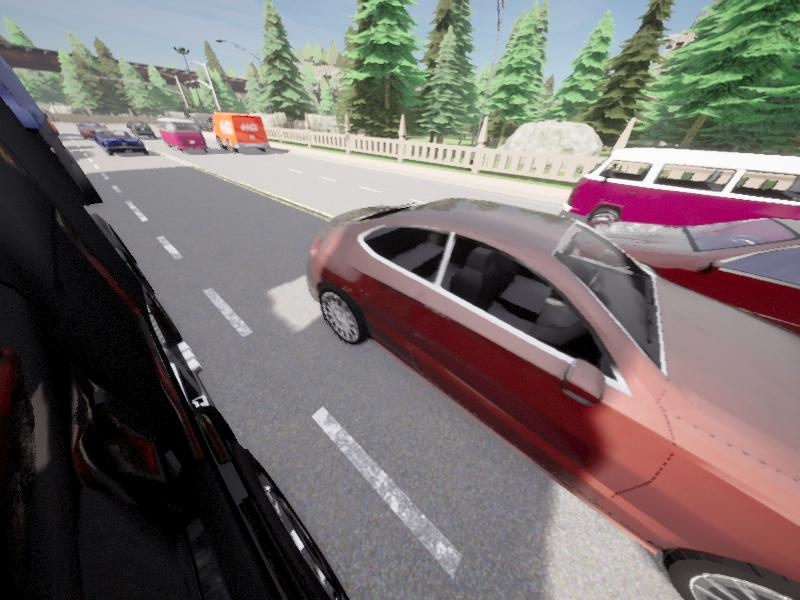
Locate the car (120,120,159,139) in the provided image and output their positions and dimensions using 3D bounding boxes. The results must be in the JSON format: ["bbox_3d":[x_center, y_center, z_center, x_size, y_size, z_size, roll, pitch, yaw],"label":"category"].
[{"bbox_3d":[-28.162,-18.424,24.980,3.705,1.549,1.789,28,44,30],"label":"car"}]

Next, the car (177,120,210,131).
[{"bbox_3d":[-39.267,-33.243,44.019,1.816,1.474,4.193,28,44,30],"label":"car"}]

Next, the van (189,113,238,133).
[{"bbox_3d":[-32.959,-31.415,41.124,1.988,2.561,5.915,28,44,30],"label":"van"}]

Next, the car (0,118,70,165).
[{"bbox_3d":[-20.095,-8.622,12.414,5.238,1.638,1.930,29,44,29],"label":"car"}]

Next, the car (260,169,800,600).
[{"bbox_3d":[1.130,0.051,2.314,5.027,1.651,2.152,28,44,30],"label":"car"}]

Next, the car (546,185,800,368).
[{"bbox_3d":[5.478,-0.271,3.224,5.357,1.411,2.033,28,44,30],"label":"car"}]

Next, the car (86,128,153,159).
[{"bbox_3d":[-18.003,-10.101,14.809,4.718,1.301,1.895,28,44,30],"label":"car"}]

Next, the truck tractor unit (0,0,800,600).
[{"bbox_3d":[-2.645,-0.295,0.351,6.516,4.208,3.053,28,44,30],"label":"truck tractor unit"}]

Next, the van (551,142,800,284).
[{"bbox_3d":[6.901,-2.515,5.770,4.480,2.038,2.069,29,44,29],"label":"van"}]

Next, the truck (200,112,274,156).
[{"bbox_3d":[-13.076,-13.426,18.596,5.204,2.467,2.627,29,44,29],"label":"truck"}]

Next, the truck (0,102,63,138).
[{"bbox_3d":[-35.437,-17.208,22.128,5.204,2.467,2.627,28,44,30],"label":"truck"}]

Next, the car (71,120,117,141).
[{"bbox_3d":[-29.384,-16.255,22.170,4.181,1.385,1.994,28,44,30],"label":"car"}]

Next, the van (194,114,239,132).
[{"bbox_3d":[-34.637,-33.529,43.824,1.988,2.561,5.915,29,44,30],"label":"van"}]

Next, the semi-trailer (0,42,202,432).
[{"bbox_3d":[-8.692,-3.622,4.215,14.254,4.402,2.717,28,44,30],"label":"semi-trailer"}]

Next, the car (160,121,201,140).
[{"bbox_3d":[-25.542,-19.793,26.913,4.856,1.649,2.033,27,43,30],"label":"car"}]

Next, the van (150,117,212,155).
[{"bbox_3d":[-16.235,-12.184,17.124,4.442,1.987,1.775,28,44,30],"label":"van"}]
